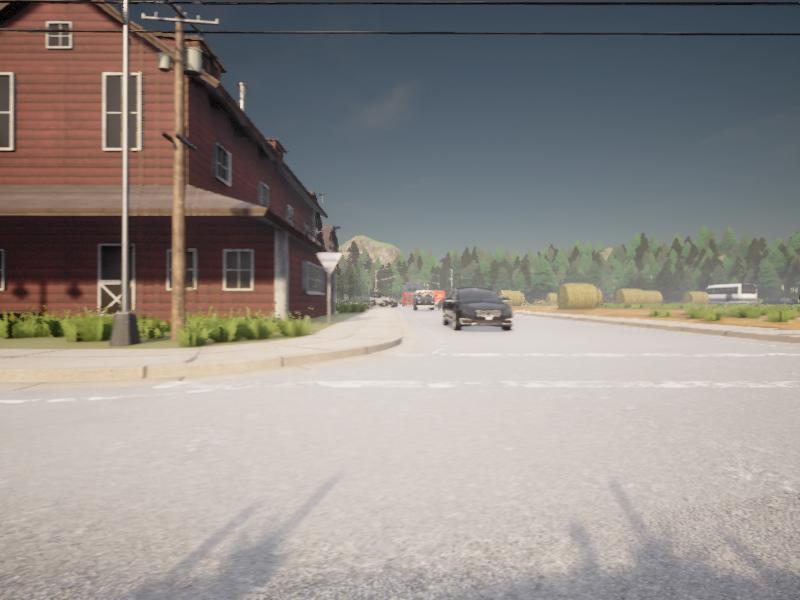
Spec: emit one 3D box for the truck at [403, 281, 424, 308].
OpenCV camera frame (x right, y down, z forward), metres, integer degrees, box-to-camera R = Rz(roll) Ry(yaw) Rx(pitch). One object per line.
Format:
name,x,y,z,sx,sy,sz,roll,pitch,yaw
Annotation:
truck,1.939,-0.763,61.932,2.891,3.827,8.468,0,0,-1

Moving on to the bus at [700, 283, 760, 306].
bus,65.669,-0.961,80.183,3.944,4.253,10.273,0,0,3

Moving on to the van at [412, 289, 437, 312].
van,2.305,0.065,38.508,2.069,2.038,4.480,0,0,-2

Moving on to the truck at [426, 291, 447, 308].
truck,5.460,-0.085,60.848,2.627,2.467,5.204,0,0,-1

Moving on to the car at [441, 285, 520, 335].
car,2.661,0.263,14.477,1.837,1.490,4.892,0,1,-1

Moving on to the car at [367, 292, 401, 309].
car,-2.038,0.018,49.925,1.905,1.878,3.866,8,-4,-43

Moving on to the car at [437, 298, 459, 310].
car,5.664,0.426,47.504,1.994,1.385,4.181,0,0,-1
